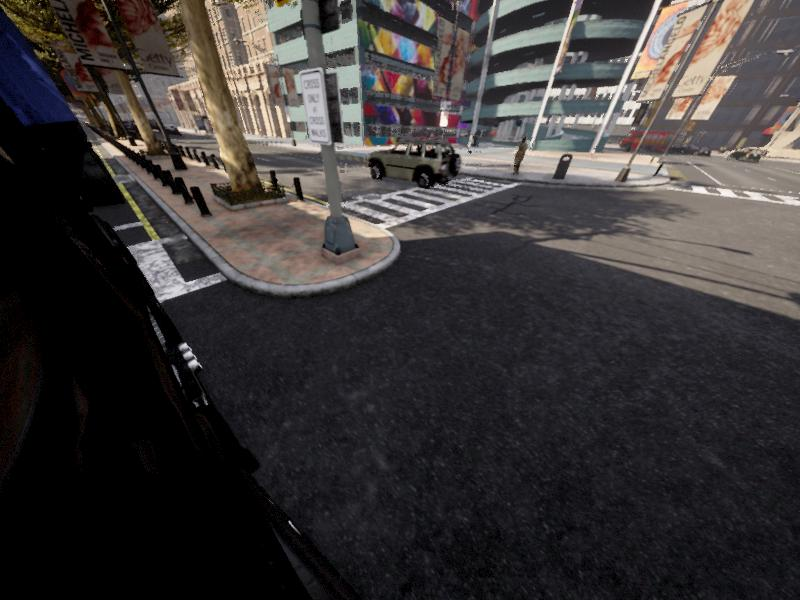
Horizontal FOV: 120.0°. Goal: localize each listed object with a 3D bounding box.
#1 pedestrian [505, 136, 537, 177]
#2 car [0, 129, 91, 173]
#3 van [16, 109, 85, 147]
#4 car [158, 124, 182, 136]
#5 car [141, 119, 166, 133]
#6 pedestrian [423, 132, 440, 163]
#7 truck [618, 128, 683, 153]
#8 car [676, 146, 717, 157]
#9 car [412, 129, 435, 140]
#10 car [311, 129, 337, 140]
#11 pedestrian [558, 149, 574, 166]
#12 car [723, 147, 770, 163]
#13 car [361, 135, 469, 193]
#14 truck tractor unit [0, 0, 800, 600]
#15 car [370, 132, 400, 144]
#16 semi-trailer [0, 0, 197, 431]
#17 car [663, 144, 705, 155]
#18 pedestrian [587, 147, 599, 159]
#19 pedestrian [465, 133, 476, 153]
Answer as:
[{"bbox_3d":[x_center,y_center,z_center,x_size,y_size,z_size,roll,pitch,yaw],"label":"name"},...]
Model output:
[{"bbox_3d":[6.732,-8.024,12.943,0.751,1.860,0.751,-20,42,-27],"label":"pedestrian"},{"bbox_3d":[-18.152,-7.763,11.866,4.792,1.488,2.163,30,44,32],"label":"car"},{"bbox_3d":[-31.494,-15.711,21.079,6.366,2.431,2.351,30,44,32],"label":"van"},{"bbox_3d":[-39.052,-28.854,39.209,3.806,1.475,1.970,30,44,32],"label":"car"},{"bbox_3d":[-50.050,-35.318,46.866,5.566,2.045,2.150,30,44,32],"label":"car"},{"bbox_3d":[2.291,-11.206,16.999,0.751,1.860,0.751,27,43,29],"label":"pedestrian"},{"bbox_3d":[51.233,-33.144,47.884,2.891,3.827,8.468,-3,37,-7],"label":"truck"},{"bbox_3d":[50.798,-25.549,39.674,1.994,1.385,4.181,5,37,4],"label":"car"},{"bbox_3d":[5.997,-43.460,60.540,5.566,2.045,2.435,29,44,32],"label":"car"},{"bbox_3d":[-13.905,-30.217,42.241,4.786,1.482,2.161,29,44,32],"label":"car"},{"bbox_3d":[13.363,-11.467,18.587,0.500,1.100,0.500,-18,41,-25],"label":"pedestrian"},{"bbox_3d":[48.112,-20.213,32.182,1.789,1.549,3.705,16,39,17],"label":"car"},{"bbox_3d":[0.568,-6.645,11.033,4.605,1.855,1.932,26,43,28],"label":"car"},{"bbox_3d":[-2.645,-0.295,0.351,6.516,4.208,3.053,28,44,30],"label":"truck tractor unit"},{"bbox_3d":[-2.555,-27.141,38.633,4.902,1.511,2.128,29,44,32],"label":"car"},{"bbox_3d":[-8.466,-3.731,4.475,14.254,4.402,2.717,31,45,33],"label":"semi-trailer"},{"bbox_3d":[54.986,-29.269,44.864,2.128,1.511,4.902,1,37,-2],"label":"car"},{"bbox_3d":[20.679,-15.738,24.745,0.500,1.100,0.500,-27,46,-34],"label":"pedestrian"},{"bbox_3d":[8.208,-18.274,26.857,0.751,1.860,0.751,18,39,20],"label":"pedestrian"}]
